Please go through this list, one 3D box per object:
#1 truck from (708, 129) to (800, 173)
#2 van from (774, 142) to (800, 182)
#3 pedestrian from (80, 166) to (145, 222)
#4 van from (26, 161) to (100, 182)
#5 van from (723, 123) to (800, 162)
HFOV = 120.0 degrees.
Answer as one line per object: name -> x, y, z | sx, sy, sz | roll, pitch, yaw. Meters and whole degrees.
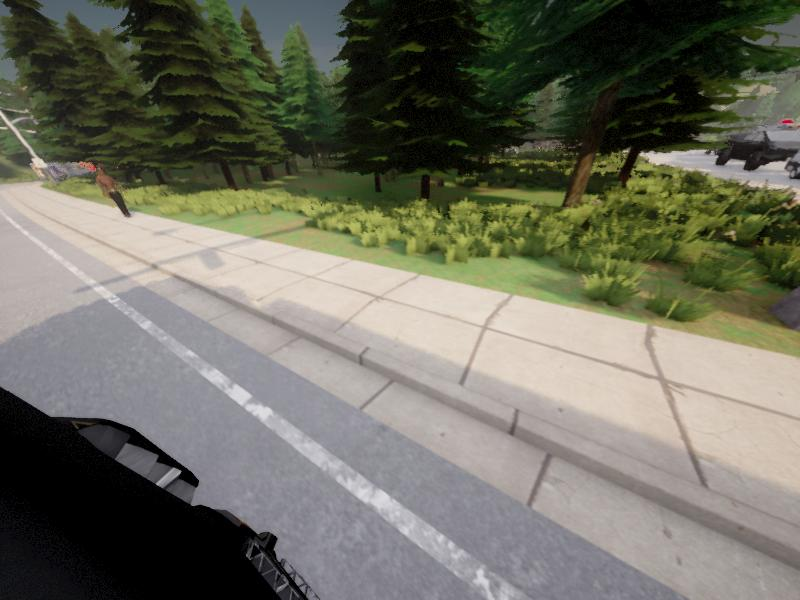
truck -> 23.846, -9.795, 15.077 | 2.390, 2.098, 6.274 | 17, 38, 27
van -> 19.759, -6.112, 9.433 | 1.988, 2.561, 5.915 | 17, 38, 27
pedestrian -> -11.226, -4.160, 9.073 | 0.751, 1.860, 0.751 | 20, 40, 31
van -> -54.146, -20.960, 37.448 | 2.351, 2.431, 6.366 | -3, 34, 0
van -> 31.148, -13.167, 19.314 | 2.351, 2.431, 6.366 | 17, 38, 27
